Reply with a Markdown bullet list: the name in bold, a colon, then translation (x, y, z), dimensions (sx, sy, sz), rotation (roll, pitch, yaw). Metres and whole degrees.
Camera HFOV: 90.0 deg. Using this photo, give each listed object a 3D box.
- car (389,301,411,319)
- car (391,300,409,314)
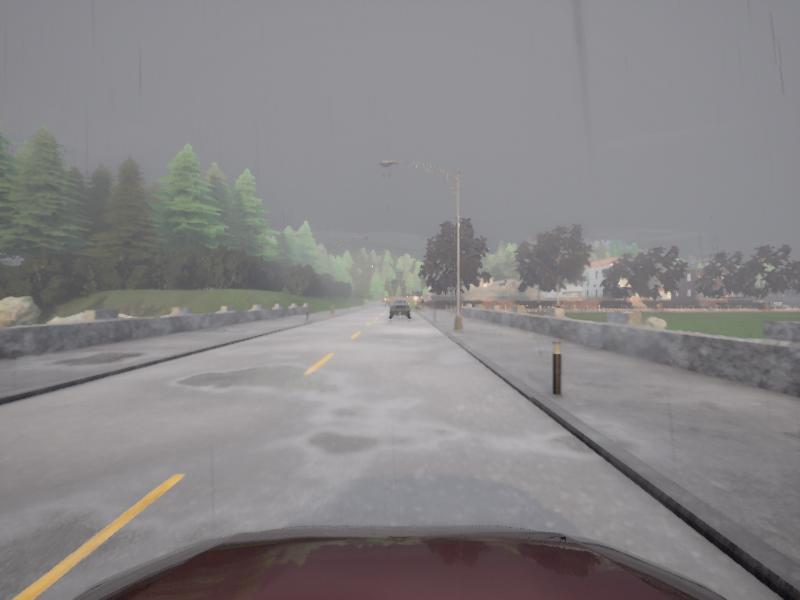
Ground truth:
- **car**: translation (-0.001, 0.848, 35.294), dimensions (1.837, 1.490, 4.892), rotation (0, 0, 0)
- **car**: translation (-0.003, 0.788, 49.482), dimensions (2.152, 1.651, 5.027), rotation (0, 0, 0)
